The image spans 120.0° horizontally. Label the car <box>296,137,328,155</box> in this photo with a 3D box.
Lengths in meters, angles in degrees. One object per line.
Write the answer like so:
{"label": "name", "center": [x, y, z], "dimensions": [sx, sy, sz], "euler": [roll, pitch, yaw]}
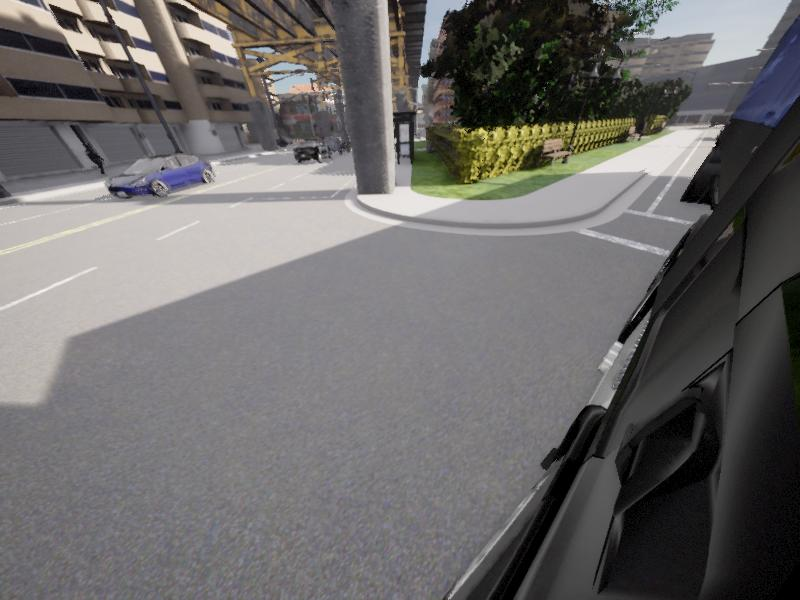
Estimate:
{"label": "car", "center": [-10.475, -18.677, 27.886], "dimensions": [1.812, 1.442, 4.674], "euler": [0, 37, 3]}

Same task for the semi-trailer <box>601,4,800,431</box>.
{"label": "semi-trailer", "center": [8.513, -3.727, 4.398], "dimensions": [14.254, 4.402, 2.717], "euler": [-30, 45, -32]}

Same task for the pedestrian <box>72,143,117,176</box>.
{"label": "pedestrian", "center": [-20.813, -9.579, 15.785], "dimensions": [0.751, 1.860, 0.751], "euler": [-1, 37, 3]}

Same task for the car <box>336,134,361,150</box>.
{"label": "car", "center": [-6.772, -21.383, 31.186], "dimensions": [2.038, 1.542, 4.974], "euler": [0, 37, 3]}

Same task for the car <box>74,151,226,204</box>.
{"label": "car", "center": [-11.412, -6.125, 11.229], "dimensions": [2.163, 1.488, 4.792], "euler": [0, 37, 3]}

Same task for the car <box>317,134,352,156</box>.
{"label": "car", "center": [-7.072, -17.151, 25.504], "dimensions": [2.152, 1.651, 5.027], "euler": [0, 37, 3]}

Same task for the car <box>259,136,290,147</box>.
{"label": "car", "center": [-23.228, -29.425, 42.815], "dimensions": [4.974, 1.542, 2.038], "euler": [16, 41, 23]}

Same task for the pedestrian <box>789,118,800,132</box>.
{"label": "pedestrian", "center": [44.505, -19.572, 25.341], "dimensions": [0.751, 1.860, 0.751], "euler": [-1, 37, 2]}

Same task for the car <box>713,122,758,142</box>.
{"label": "car", "center": [31.609, -15.958, 21.863], "dimensions": [4.718, 1.301, 1.895], "euler": [-30, 45, -32]}

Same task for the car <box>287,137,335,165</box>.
{"label": "car", "center": [-7.414, -12.928, 19.897], "dimensions": [1.930, 1.638, 5.238], "euler": [0, 37, 3]}

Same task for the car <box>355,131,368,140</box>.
{"label": "car", "center": [-8.966, -38.715, 54.261], "dimensions": [1.930, 1.638, 5.238], "euler": [0, 37, 3]}

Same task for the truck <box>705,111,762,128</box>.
{"label": "truck", "center": [56.335, -30.532, 39.101], "dimensions": [6.274, 2.098, 2.390], "euler": [-9, 38, -9]}

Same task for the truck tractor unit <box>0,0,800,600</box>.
{"label": "truck tractor unit", "center": [2.645, -0.295, 0.351], "dimensions": [6.516, 4.208, 3.053], "euler": [-28, 44, -30]}
